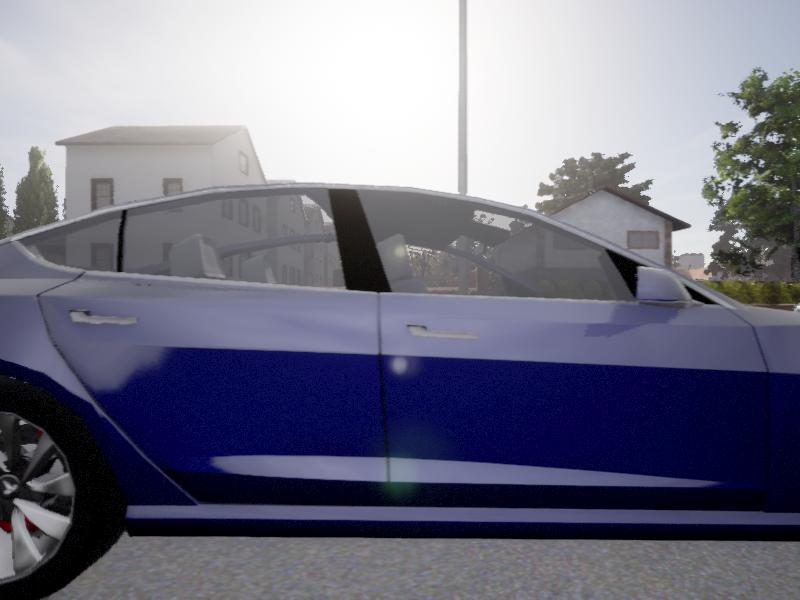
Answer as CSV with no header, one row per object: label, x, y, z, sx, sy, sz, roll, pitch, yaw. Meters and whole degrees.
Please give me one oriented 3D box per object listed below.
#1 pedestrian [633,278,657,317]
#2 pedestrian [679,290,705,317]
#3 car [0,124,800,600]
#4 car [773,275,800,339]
pedestrian,12.053,-0.108,19.696,0.751,1.860,0.751,0,0,-2
pedestrian,14.439,0.174,19.796,0.751,1.300,0.751,0,0,-1
car,0.130,0.251,2.200,4.792,1.488,2.163,0,0,0
car,12.883,0.185,10.183,4.856,1.649,2.033,0,0,0
